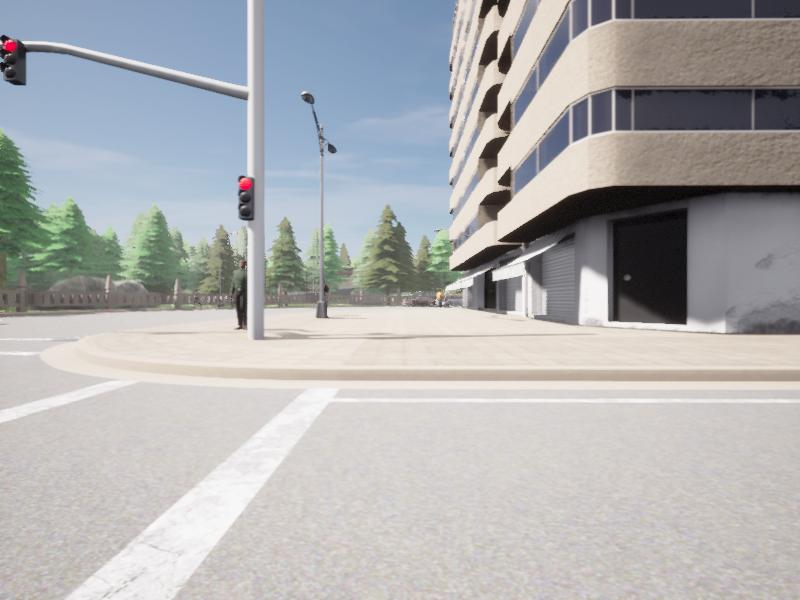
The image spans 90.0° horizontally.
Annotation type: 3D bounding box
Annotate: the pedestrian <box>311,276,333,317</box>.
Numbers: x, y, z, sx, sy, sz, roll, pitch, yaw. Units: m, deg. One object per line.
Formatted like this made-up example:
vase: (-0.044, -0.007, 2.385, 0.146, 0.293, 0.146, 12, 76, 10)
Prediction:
pedestrian: (-3.648, -0.169, 18.841, 0.751, 1.860, 0.751, 0, 0, 16)

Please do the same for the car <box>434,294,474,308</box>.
car: (6.850, 0.100, 50.517, 4.611, 1.667, 2.242, 0, 0, -29)

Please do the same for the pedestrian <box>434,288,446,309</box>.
pedestrian: (3.616, -0.171, 36.203, 0.751, 1.860, 0.751, 0, 0, -44)

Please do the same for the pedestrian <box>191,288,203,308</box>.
pedestrian: (-19.003, -0.164, 37.451, 0.751, 1.860, 0.751, 0, 0, 28)

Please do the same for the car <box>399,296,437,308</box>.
car: (2.380, 0.215, 51.865, 4.674, 1.442, 1.812, 0, 0, -31)

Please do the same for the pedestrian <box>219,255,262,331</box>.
pedestrian: (-4.022, -0.169, 10.158, 0.751, 1.860, 0.751, 0, 0, 6)

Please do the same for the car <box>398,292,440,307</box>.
car: (2.731, -0.087, 56.187, 5.566, 2.045, 2.150, 0, 0, -28)
